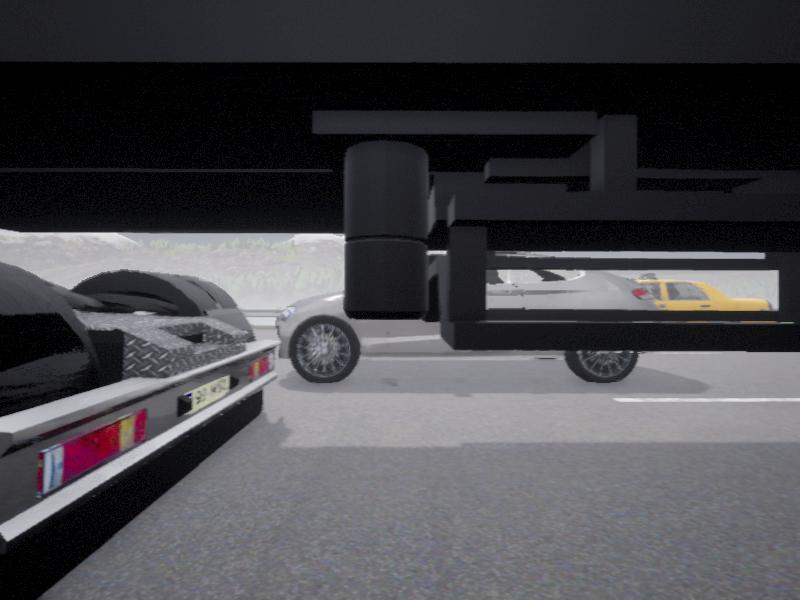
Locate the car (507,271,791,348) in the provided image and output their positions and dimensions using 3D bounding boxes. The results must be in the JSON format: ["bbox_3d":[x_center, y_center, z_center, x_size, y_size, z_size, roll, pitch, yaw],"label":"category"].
[{"bbox_3d":[5.394,0.193,9.180,5.366,1.575,1.801,0,0,0],"label":"car"}]

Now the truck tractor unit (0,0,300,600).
[{"bbox_3d":[-4.201,-1.115,2.216,6.516,4.208,3.053,0,0,0],"label":"truck tractor unit"}]

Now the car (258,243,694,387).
[{"bbox_3d":[0.879,0.179,5.698,5.027,1.651,2.152,0,0,0],"label":"car"}]

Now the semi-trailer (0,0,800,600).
[{"bbox_3d":[3.715,-1.224,2.191,14.254,4.402,2.717,0,0,0],"label":"semi-trailer"}]
